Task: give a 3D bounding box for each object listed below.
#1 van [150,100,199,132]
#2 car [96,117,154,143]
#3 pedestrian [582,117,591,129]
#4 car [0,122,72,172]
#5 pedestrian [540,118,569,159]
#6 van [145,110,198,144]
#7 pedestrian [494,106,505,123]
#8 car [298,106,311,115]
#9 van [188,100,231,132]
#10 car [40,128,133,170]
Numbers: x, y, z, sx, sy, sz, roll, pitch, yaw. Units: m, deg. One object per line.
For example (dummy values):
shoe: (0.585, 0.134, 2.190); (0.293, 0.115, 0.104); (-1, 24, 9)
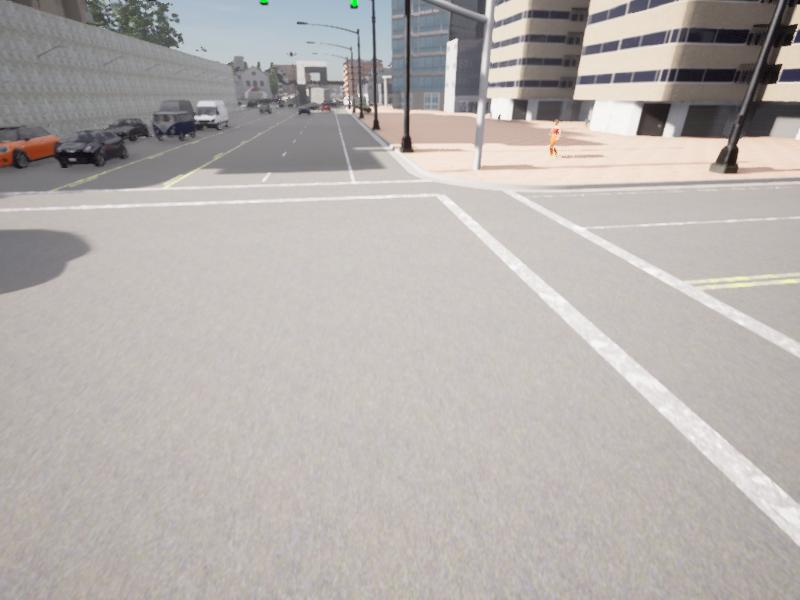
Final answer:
van: (-21.946, -18.180, 39.283); (1.988, 2.561, 5.915); (-4, 27, -8)
car: (-20.230, -12.646, 29.662); (1.816, 1.474, 4.193); (-4, 27, -8)
pedestrian: (19.432, -18.447, 41.603); (0.500, 1.100, 0.500); (24, 36, 39)
car: (-18.402, -7.375, 19.039); (2.097, 1.767, 4.553); (-4, 27, -8)
pedestrian: (7.769, -8.138, 20.174); (0.751, 1.860, 0.751); (-7, 28, -14)
van: (-16.686, -12.857, 29.517); (1.775, 1.987, 4.442); (-4, 27, -8)
pedestrian: (12.021, -22.371, 48.282); (0.751, 1.860, 0.751); (-8, 28, -14)
car: (-16.402, -32.670, 68.878); (1.895, 1.301, 4.718); (-4, 27, -8)
van: (-18.339, -17.981, 38.897); (1.988, 2.561, 5.915); (-4, 27, -8)
car: (-14.904, -7.376, 19.334); (1.845, 1.501, 3.633); (-4, 27, -8)
